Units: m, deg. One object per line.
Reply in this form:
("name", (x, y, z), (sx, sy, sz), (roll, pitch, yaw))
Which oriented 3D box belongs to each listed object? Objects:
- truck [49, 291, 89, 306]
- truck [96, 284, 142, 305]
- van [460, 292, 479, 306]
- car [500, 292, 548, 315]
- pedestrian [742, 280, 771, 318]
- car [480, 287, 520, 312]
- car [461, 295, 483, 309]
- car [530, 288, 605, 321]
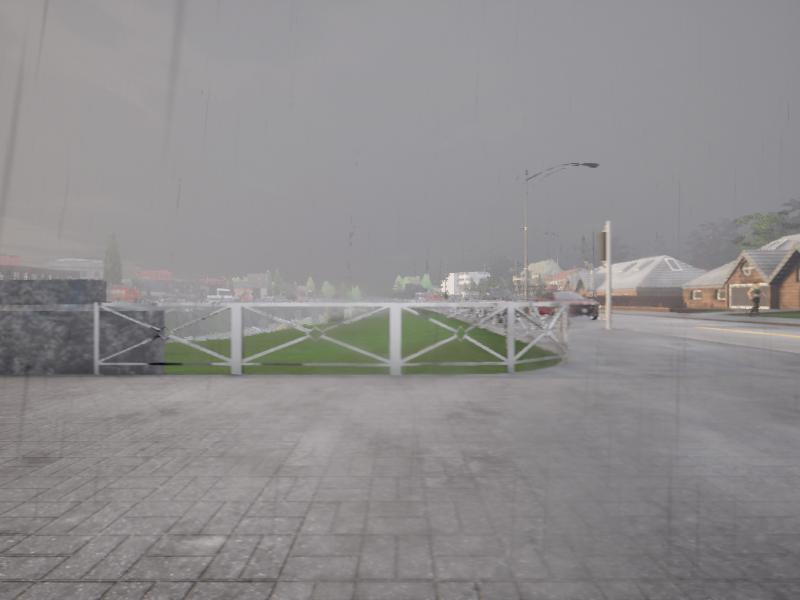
("truck", (-57.084, -0.260, 69.206), (2.627, 2.467, 5.204), (0, 0, 0))
("truck", (-53.083, -0.939, 75.960), (2.891, 3.827, 8.468), (0, 0, 0))
("van", (12.583, -0.223, 73.290), (2.351, 2.431, 6.366), (0, 0, 0))
("car", (8.591, 0.231, 28.178), (2.007, 1.525, 4.514), (0, 0, 0))
("pedestrian", (17.792, -0.062, 19.976), (0.751, 1.860, 0.751), (0, 0, 0))
("car", (8.589, -0.029, 34.935), (2.150, 2.045, 5.566), (0, 0, 0))
("car", (8.585, 0.190, 47.941), (1.851, 1.617, 3.988), (0, 0, 0))
("car", (8.623, 0.225, 21.135), (1.882, 1.535, 5.008), (0, 0, 0))
